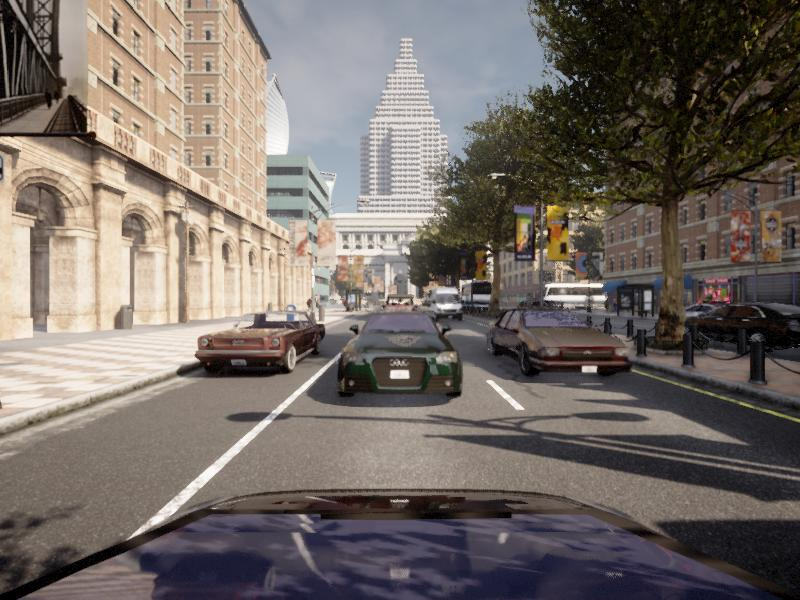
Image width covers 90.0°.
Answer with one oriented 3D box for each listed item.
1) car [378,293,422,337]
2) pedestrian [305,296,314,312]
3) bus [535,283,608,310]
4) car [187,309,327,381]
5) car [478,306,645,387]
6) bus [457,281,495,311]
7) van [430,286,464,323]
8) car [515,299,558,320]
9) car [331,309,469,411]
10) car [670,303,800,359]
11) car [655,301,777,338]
[{"bbox_3d":[0.004,0.648,19.035,1.905,1.878,3.866,0,0,0],"label":"car"},{"bbox_3d":[-10.599,0.486,46.881,0.751,1.860,0.751,0,0,3],"label":"pedestrian"},{"bbox_3d":[28.043,-0.537,65.905,10.273,4.253,3.944,0,0,-1],"label":"bus"},{"bbox_3d":[-3.246,0.939,10.223,1.895,1.301,4.718,0,0,0],"label":"car"},{"bbox_3d":[3.502,0.895,10.056,2.033,1.411,5.357,0,0,0],"label":"car"},{"bbox_3d":[11.396,-0.537,61.533,3.944,4.253,10.273,0,-1,0],"label":"bus"},{"bbox_3d":[3.507,0.323,30.895,1.988,2.561,5.915,0,0,0],"label":"van"},{"bbox_3d":[11.520,0.778,34.217,2.033,1.649,4.856,0,0,0],"label":"car"},{"bbox_3d":[0.005,0.907,7.864,1.994,1.385,4.181,0,0,0],"label":"car"},{"bbox_3d":[11.505,0.844,13.245,1.837,1.490,4.892,0,0,0],"label":"car"},{"bbox_3d":[15.007,0.829,19.493,2.038,1.542,4.974,0,0,0],"label":"car"}]
